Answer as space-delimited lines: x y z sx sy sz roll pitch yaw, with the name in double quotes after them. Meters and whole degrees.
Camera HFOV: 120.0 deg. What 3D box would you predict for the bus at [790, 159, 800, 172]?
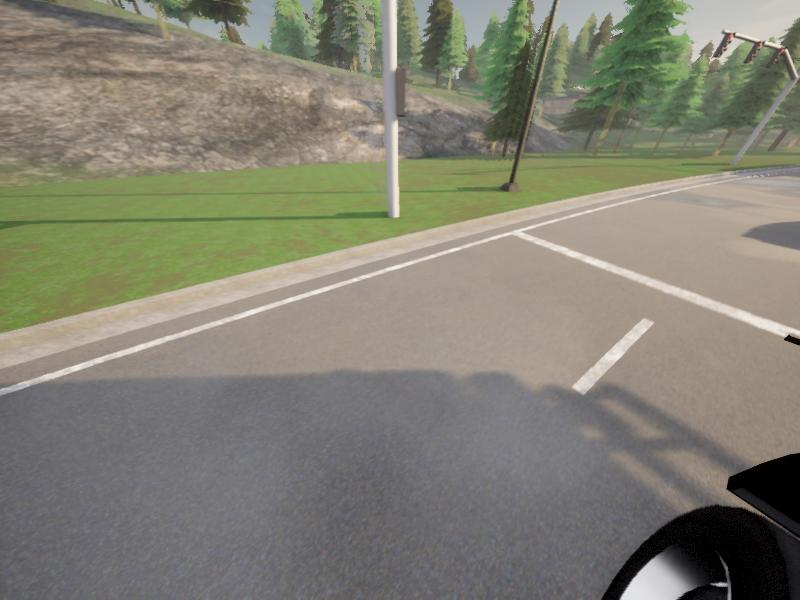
34.505 -11.215 15.814 10.273 4.253 3.944 -11 37 -15 "bus"
